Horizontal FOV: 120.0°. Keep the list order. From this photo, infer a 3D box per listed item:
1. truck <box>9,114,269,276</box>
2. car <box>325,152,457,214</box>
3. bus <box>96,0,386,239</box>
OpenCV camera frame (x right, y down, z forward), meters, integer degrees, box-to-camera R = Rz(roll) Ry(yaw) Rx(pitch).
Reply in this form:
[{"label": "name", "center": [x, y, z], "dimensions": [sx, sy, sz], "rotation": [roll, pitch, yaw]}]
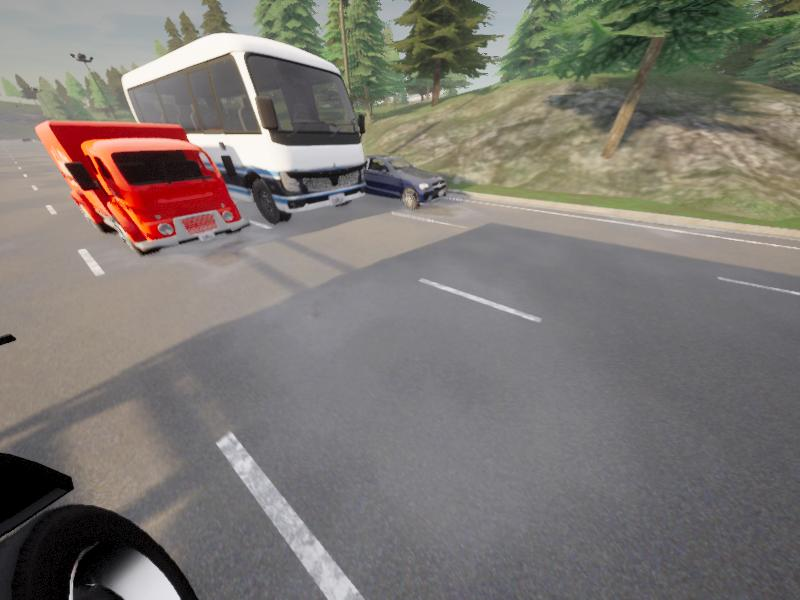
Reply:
[{"label": "truck", "center": [-6.435, -2.963, 5.889], "dimensions": [5.204, 2.467, 2.627], "rotation": [22, 41, 28]}, {"label": "car", "center": [-0.488, -5.114, 9.731], "dimensions": [5.027, 1.651, 2.152], "rotation": [22, 41, 28]}, {"label": "bus", "center": [-5.845, -6.002, 8.653], "dimensions": [10.273, 4.253, 3.944], "rotation": [22, 41, 28]}]
